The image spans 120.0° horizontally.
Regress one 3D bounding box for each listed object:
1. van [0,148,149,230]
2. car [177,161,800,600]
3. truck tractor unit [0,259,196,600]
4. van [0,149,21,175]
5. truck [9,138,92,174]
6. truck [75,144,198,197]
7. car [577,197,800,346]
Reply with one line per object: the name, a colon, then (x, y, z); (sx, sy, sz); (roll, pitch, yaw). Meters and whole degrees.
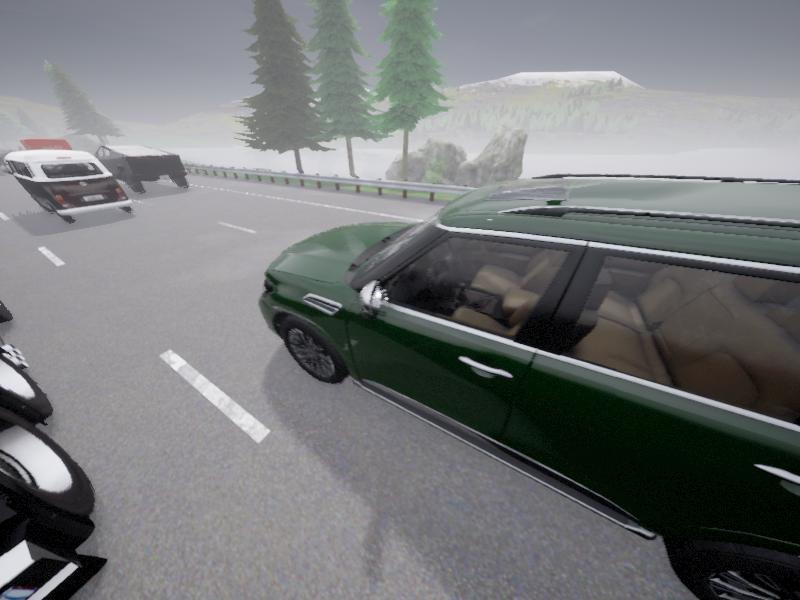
van: (-11.965, -4.205, 8.349); (4.480, 2.038, 2.069); (18, 39, 24)
car: (1.095, 0.060, 2.105); (5.566, 2.045, 2.150); (18, 39, 25)
truck tractor unit: (-5.100, -0.313, 0.786); (6.516, 4.208, 3.053); (19, 39, 24)
van: (-34.903, -11.749, 19.360); (4.480, 2.038, 2.069); (18, 39, 24)
truck: (-31.795, -13.219, 21.068); (5.204, 2.467, 2.627); (18, 39, 25)
truck: (-14.829, -7.483, 13.024); (6.274, 2.098, 2.390); (18, 39, 24)
car: (5.731, -0.422, 3.428); (4.718, 1.301, 1.895); (18, 39, 24)
